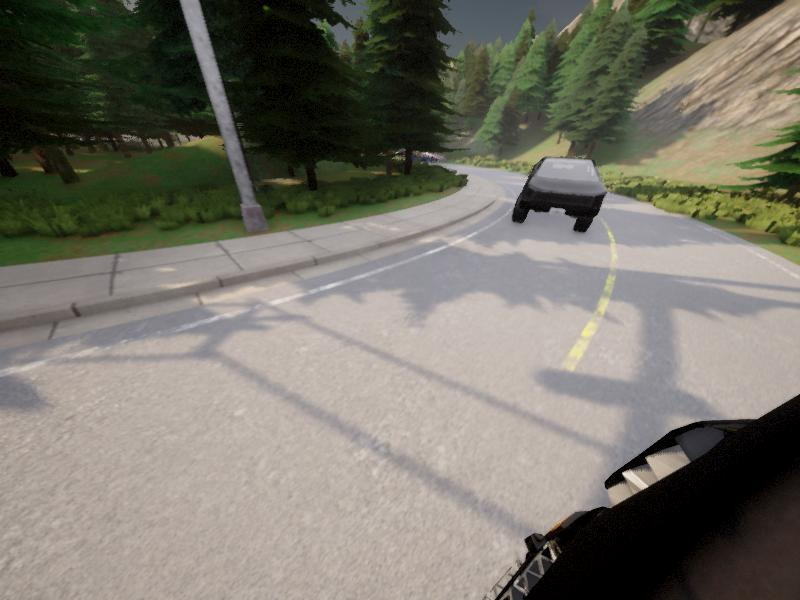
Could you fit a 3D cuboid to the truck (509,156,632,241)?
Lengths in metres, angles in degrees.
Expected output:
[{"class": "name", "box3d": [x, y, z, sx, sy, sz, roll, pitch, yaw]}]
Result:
[{"class": "truck", "box3d": [6.301, -4.506, 9.313, 2.390, 2.098, 6.274, 18, 36, 21]}]

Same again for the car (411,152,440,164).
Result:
[{"class": "car", "box3d": [4.398, -24.665, 40.169, 1.882, 1.535, 5.008, -23, 41, -34]}]

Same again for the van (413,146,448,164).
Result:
[{"class": "van", "box3d": [5.637, -27.120, 43.163, 2.351, 2.431, 6.366, -24, 42, -34]}]
